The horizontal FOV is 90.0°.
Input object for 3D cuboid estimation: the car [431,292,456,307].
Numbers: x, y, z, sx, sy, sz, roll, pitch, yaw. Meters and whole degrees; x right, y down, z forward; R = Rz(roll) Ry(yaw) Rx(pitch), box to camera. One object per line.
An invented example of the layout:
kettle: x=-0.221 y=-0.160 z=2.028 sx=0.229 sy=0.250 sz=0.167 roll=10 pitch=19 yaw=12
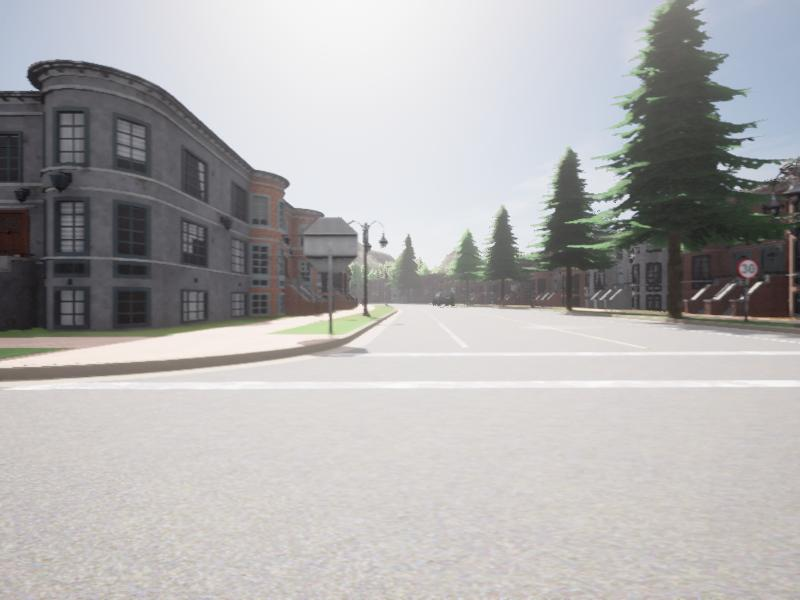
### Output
car: x=5.848 y=-0.077 z=54.679 sx=2.150 sy=2.045 sz=5.566 roll=0 pitch=0 yaw=-8
